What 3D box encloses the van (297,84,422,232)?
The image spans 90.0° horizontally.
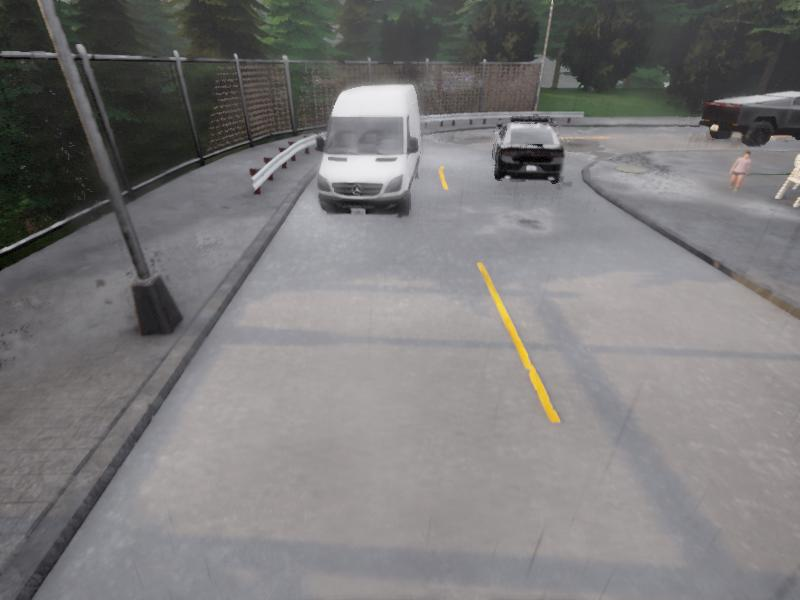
[{"bbox_3d":[-0.599,-4.070,10.438,1.988,2.561,5.915,2,30,5],"label":"van"}]

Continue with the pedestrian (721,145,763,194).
[{"bbox_3d":[9.061,-3.473,10.631,0.500,1.100,0.500,21,36,31],"label":"pedestrian"}]

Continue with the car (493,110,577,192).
[{"bbox_3d":[4.111,-5.073,13.063,1.930,1.638,5.238,5,31,10],"label":"car"}]

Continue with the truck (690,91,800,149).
[{"bbox_3d":[17.032,-8.000,17.668,6.274,2.098,2.390,-1,30,-2],"label":"truck"}]
